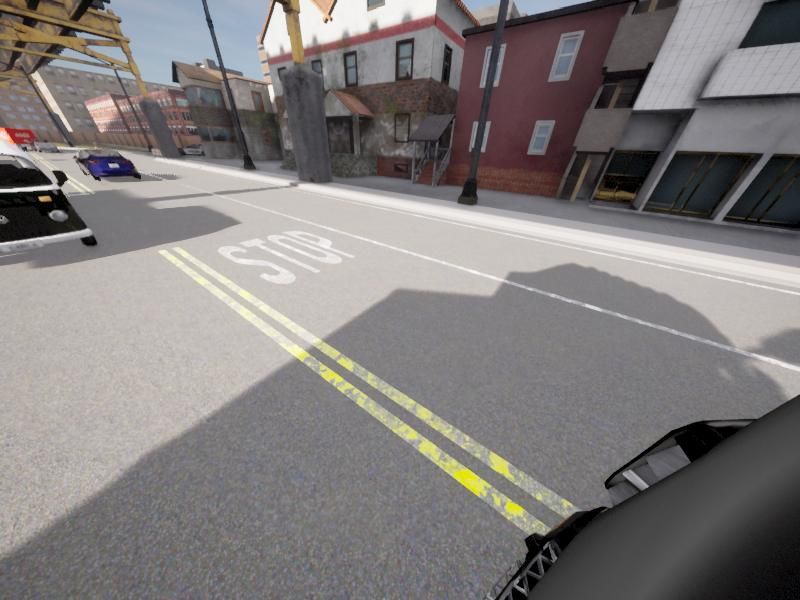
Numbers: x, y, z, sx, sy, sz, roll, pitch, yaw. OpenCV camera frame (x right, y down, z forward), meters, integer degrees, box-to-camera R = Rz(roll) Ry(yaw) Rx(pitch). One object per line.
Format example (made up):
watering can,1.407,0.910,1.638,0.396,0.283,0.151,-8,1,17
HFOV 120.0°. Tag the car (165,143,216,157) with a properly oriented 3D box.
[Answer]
car,-30.290,-21.831,33.684,4.974,1.542,2.038,-12,36,-21

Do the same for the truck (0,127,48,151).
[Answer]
truck,-52.121,-21.705,31.146,5.204,2.467,2.627,10,34,12

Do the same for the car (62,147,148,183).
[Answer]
car,-17.833,-8.255,13.975,4.792,1.488,2.163,23,38,28

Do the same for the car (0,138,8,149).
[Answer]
car,-59.155,-22.257,32.474,3.806,1.475,1.970,2,33,-1

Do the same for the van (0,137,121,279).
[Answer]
van,-8.554,-2.197,4.888,4.480,2.038,2.069,23,38,28

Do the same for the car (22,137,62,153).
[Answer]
car,-45.572,-19.718,29.439,3.633,1.501,1.845,19,37,24
